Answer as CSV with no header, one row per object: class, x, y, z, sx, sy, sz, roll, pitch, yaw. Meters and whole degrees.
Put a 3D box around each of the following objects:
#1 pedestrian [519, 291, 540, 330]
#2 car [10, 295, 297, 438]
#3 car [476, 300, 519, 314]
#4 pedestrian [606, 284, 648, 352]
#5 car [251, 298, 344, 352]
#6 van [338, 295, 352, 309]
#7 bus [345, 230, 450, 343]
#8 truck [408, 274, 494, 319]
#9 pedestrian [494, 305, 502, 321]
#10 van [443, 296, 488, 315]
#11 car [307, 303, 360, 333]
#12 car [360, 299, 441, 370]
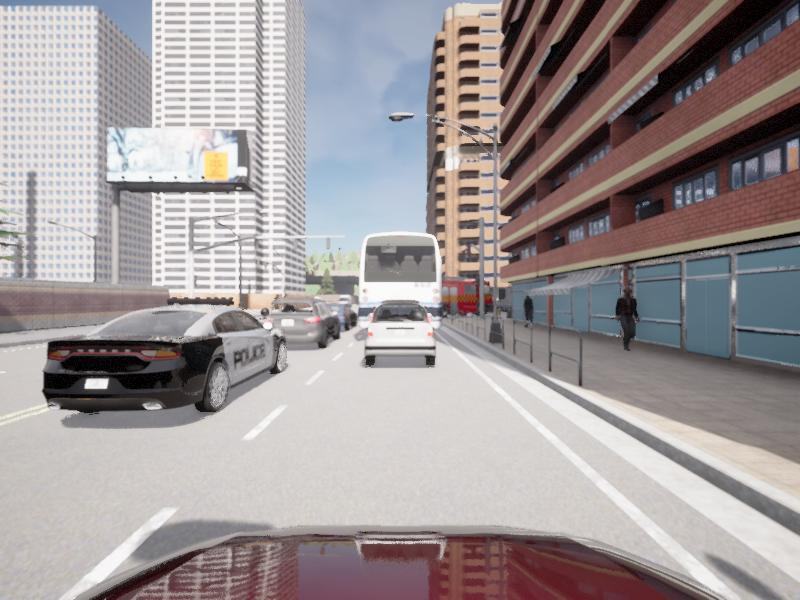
pedestrian,6.329,0.489,19.581,0.751,1.860,0.751,0,0,0
car,-3.500,0.773,7.207,1.930,1.638,5.238,0,0,0
car,11.944,0.790,49.245,4.856,1.649,2.033,0,0,1
pedestrian,6.335,0.487,11.185,0.751,1.860,0.751,0,0,1
car,-3.493,0.759,14.667,2.242,1.667,4.611,0,0,0
van,-10.467,0.316,76.414,1.988,2.561,5.915,0,0,0
bus,-0.111,-0.528,20.184,3.944,4.253,10.273,0,0,0
truck,4.973,-0.313,37.783,8.468,3.827,2.891,0,0,-38
pedestrian,6.633,0.871,27.022,0.500,1.100,0.500,0,0,9
van,6.906,0.607,42.341,4.442,1.987,1.775,0,0,0
car,-3.488,0.899,22.046,2.033,1.411,5.357,0,0,0
car,0.007,0.789,11.099,1.851,1.617,3.988,0,0,0
